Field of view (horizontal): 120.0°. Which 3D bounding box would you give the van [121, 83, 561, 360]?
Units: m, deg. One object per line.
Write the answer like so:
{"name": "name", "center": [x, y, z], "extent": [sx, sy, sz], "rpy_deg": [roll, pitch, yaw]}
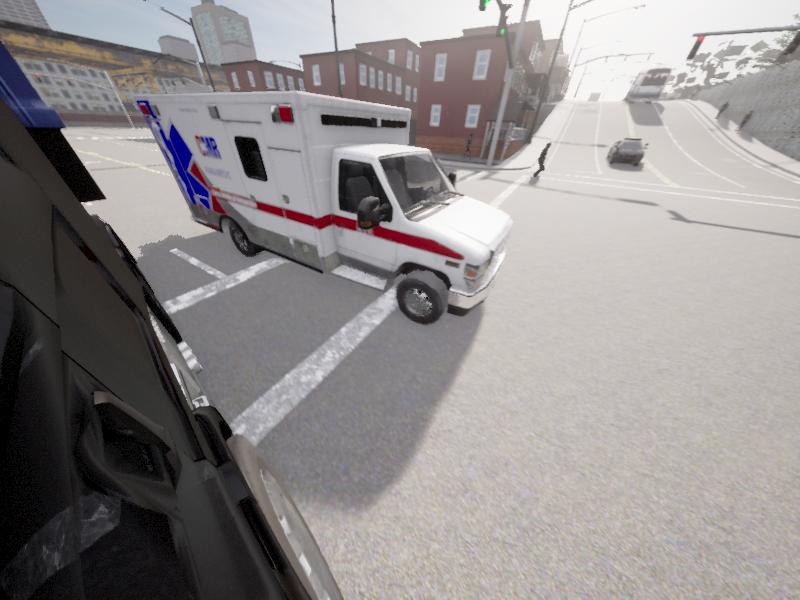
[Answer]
{"name": "van", "center": [-1.322, -1.921, 4.107], "extent": [6.366, 2.431, 2.351], "rpy_deg": [22, 41, 23]}

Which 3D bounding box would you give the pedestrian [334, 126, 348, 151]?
{"name": "pedestrian", "center": [-5.590, -15.354, 21.948], "extent": [0.751, 1.860, 0.751], "rpy_deg": [21, 40, 22]}

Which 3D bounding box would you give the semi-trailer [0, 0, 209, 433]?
{"name": "semi-trailer", "center": [-9.138, -3.262, 3.741], "extent": [14.254, 4.402, 2.717], "rpy_deg": [23, 41, 25]}

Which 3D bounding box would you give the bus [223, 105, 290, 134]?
{"name": "bus", "center": [-28.356, -36.189, 46.630], "extent": [3.944, 4.253, 10.273], "rpy_deg": [21, 41, 23]}

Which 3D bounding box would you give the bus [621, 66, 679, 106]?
{"name": "bus", "center": [40.451, -35.254, 38.008], "extent": [3.944, 4.253, 10.273], "rpy_deg": [21, 49, 23]}

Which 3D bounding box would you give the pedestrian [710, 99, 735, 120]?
{"name": "pedestrian", "center": [38.691, -22.840, 27.727], "extent": [0.751, 1.860, 0.751], "rpy_deg": [21, 40, 23]}

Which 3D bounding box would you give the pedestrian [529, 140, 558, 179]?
{"name": "pedestrian", "center": [8.383, -8.216, 13.555], "extent": [0.751, 1.860, 0.751], "rpy_deg": [13, 38, 13]}

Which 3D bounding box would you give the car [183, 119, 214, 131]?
{"name": "car", "center": [-40.728, -35.437, 46.809], "extent": [1.905, 1.878, 3.866], "rpy_deg": [22, 41, 23]}

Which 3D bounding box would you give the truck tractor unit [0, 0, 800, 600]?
{"name": "truck tractor unit", "center": [-2.645, -0.295, 0.351], "extent": [6.516, 4.208, 3.053], "rpy_deg": [28, 44, 30]}

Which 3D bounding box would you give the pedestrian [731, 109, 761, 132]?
{"name": "pedestrian", "center": [36.336, -18.876, 24.303], "extent": [0.751, 1.860, 0.751], "rpy_deg": [21, 41, 23]}

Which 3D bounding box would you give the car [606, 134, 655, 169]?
{"name": "car", "center": [18.915, -12.454, 19.206], "extent": [1.930, 1.638, 5.238], "rpy_deg": [21, 46, 23]}

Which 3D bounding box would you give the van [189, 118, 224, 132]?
{"name": "van", "center": [-37.830, -34.202, 45.264], "extent": [1.775, 1.987, 4.442], "rpy_deg": [22, 41, 23]}

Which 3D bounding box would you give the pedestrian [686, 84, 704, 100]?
{"name": "pedestrian", "center": [48.170, -33.971, 37.743], "extent": [0.751, 1.860, 0.751], "rpy_deg": [20, 40, 22]}

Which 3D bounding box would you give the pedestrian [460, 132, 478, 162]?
{"name": "pedestrian", "center": [5.395, -11.959, 18.095], "extent": [0.751, 1.860, 0.751], "rpy_deg": [24, 42, 26]}
